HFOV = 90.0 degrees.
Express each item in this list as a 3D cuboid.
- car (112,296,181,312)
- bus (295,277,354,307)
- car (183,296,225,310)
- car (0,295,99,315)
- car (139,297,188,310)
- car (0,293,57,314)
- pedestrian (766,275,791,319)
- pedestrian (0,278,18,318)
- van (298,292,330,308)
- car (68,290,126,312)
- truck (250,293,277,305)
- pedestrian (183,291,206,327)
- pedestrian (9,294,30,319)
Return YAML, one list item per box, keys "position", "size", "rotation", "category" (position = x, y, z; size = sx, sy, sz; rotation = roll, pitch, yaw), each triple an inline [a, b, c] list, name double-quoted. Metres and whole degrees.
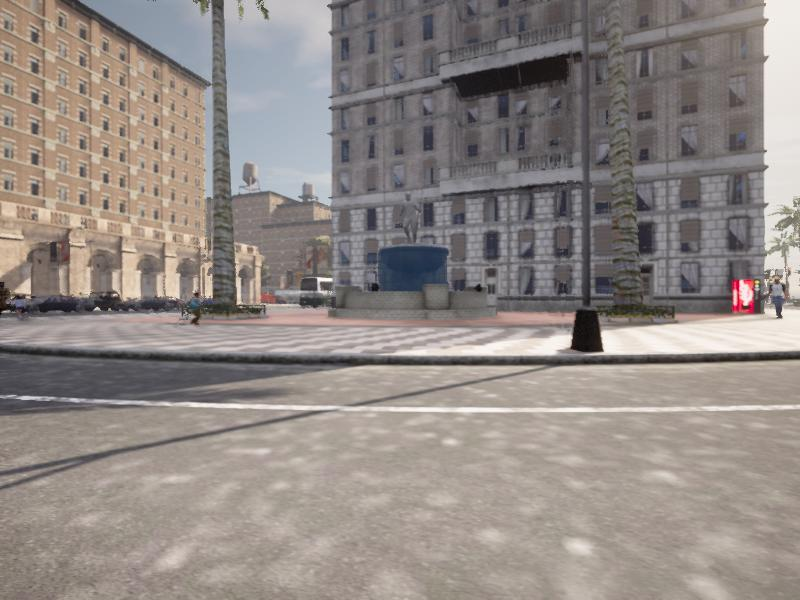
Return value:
- position: [-23.705, 0.331, 37.685]
  size: [2.033, 1.411, 5.357]
  rotation: [0, 0, 22]
  category: "car"
- position: [-11.102, -1.110, 60.629]
  size: [3.944, 4.253, 10.273]
  rotation: [0, 0, 21]
  category: "bus"
- position: [-21.323, 0.287, 43.717]
  size: [1.970, 1.475, 3.806]
  rotation: [0, 0, 22]
  category: "car"
- position: [-26.509, 0.333, 30.588]
  size: [2.033, 1.411, 5.357]
  rotation: [0, 0, 22]
  category: "car"
- position: [-25.362, 0.346, 43.021]
  size: [1.994, 1.385, 4.181]
  rotation: [0, 0, 21]
  category: "car"
- position: [-30.044, 0.272, 31.259]
  size: [2.007, 1.525, 4.514]
  rotation: [0, 0, 23]
  category: "car"
- position: [16.515, -0.133, 17.442]
  size: [0.751, 1.860, 0.751]
  rotation: [0, 0, -44]
  category: "pedestrian"
- position: [-18.514, -0.088, 18.645]
  size: [0.751, 1.860, 0.751]
  rotation: [0, 0, 20]
  category: "pedestrian"
- position: [-10.903, 0.021, 51.073]
  size: [1.775, 1.987, 4.442]
  rotation: [0, 0, 21]
  category: "van"
- position: [-27.809, 0.087, 36.828]
  size: [1.905, 1.878, 3.866]
  rotation: [0, 0, 22]
  category: "car"
- position: [-30.098, -0.193, 88.387]
  size: [5.204, 2.467, 2.627]
  rotation: [0, 0, 21]
  category: "truck"
- position: [-6.490, 0.276, 12.639]
  size: [0.500, 1.100, 0.500]
  rotation: [0, 0, -7]
  category: "pedestrian"
- position: [-17.066, 0.290, 17.955]
  size: [0.500, 1.100, 0.500]
  rotation: [0, 0, 16]
  category: "pedestrian"
